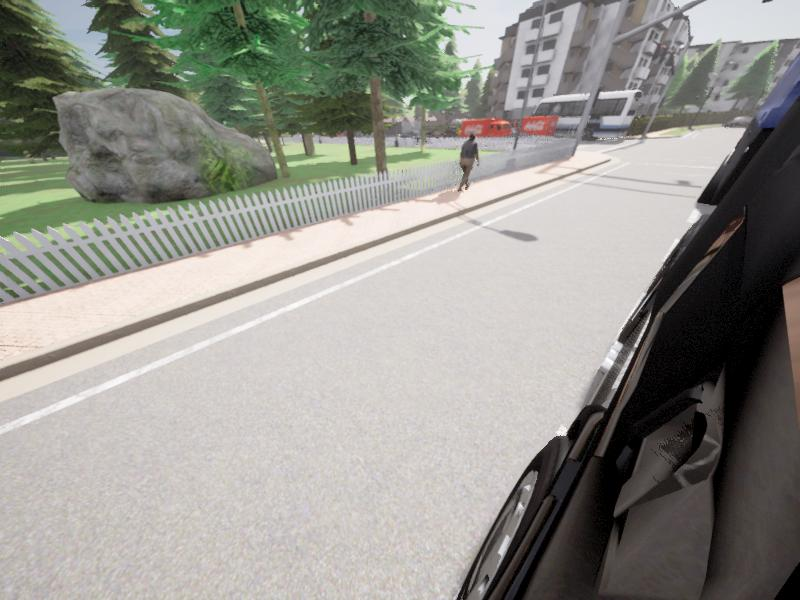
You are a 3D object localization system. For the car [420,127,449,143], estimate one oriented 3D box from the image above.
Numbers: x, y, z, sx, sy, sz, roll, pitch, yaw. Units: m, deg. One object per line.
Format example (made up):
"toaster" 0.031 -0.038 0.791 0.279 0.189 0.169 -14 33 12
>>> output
"car" 5.068 -24.497 34.305 1.905 1.878 3.866 -27 43 -29

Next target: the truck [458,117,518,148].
"truck" 9.380 -18.231 25.211 2.627 2.467 5.204 -27 43 -29

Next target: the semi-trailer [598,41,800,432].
"semi-trailer" 8.691 -3.621 4.219 14.254 4.402 2.717 -28 44 -30

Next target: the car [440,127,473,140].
"car" 9.401 -27.997 38.929 1.801 1.575 5.366 -27 43 -29

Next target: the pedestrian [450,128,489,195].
"pedestrian" 2.327 -4.732 7.952 0.751 1.860 0.751 -29 44 -31

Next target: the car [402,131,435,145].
"car" 2.489 -22.835 32.596 1.837 1.490 4.892 -27 43 -29

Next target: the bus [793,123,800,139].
"bus" 37.301 -15.612 18.436 10.273 4.253 3.944 -31 45 -30

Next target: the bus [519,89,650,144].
"bus" 20.324 -21.004 26.717 3.944 4.253 10.273 -27 45 -29

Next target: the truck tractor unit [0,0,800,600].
"truck tractor unit" 2.645 -0.295 0.351 6.516 4.208 3.053 -28 44 -30

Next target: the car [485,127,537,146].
"car" 12.640 -18.885 26.663 2.128 1.511 4.902 -27 43 -28

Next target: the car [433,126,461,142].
"car" 7.315 -26.251 36.488 1.905 1.878 3.866 -27 43 -29

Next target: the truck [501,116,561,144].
"truck" 15.571 -20.500 27.833 2.627 2.467 5.204 -27 44 -29
